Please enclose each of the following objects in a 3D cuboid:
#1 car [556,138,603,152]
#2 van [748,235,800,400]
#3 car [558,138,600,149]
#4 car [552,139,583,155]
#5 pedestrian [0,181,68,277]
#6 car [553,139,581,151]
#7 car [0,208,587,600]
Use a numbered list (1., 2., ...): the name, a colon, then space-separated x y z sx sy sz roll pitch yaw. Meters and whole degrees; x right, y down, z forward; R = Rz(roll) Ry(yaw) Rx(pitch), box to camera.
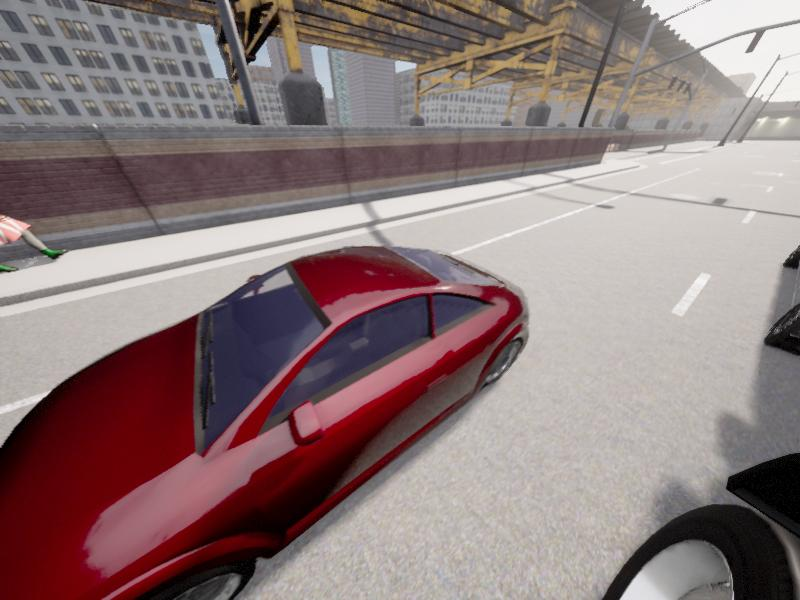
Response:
1. car: 25.796 -22.417 33.380 4.974 1.542 2.038 -4 36 -5
2. van: 6.906 -0.707 2.531 5.915 2.561 1.988 -22 41 -27
3. car: 25.742 -22.541 33.284 4.536 1.218 1.853 -4 36 -5
4. car: 21.835 -20.225 30.391 2.038 1.542 4.974 11 37 16
5. pedestrian: -7.473 -1.448 4.151 0.751 1.860 0.751 -22 41 -27
6. car: 21.849 -20.382 30.340 1.853 1.218 4.536 11 37 16
7. car: -0.628 0.390 2.156 4.181 1.385 1.994 -22 41 -27
